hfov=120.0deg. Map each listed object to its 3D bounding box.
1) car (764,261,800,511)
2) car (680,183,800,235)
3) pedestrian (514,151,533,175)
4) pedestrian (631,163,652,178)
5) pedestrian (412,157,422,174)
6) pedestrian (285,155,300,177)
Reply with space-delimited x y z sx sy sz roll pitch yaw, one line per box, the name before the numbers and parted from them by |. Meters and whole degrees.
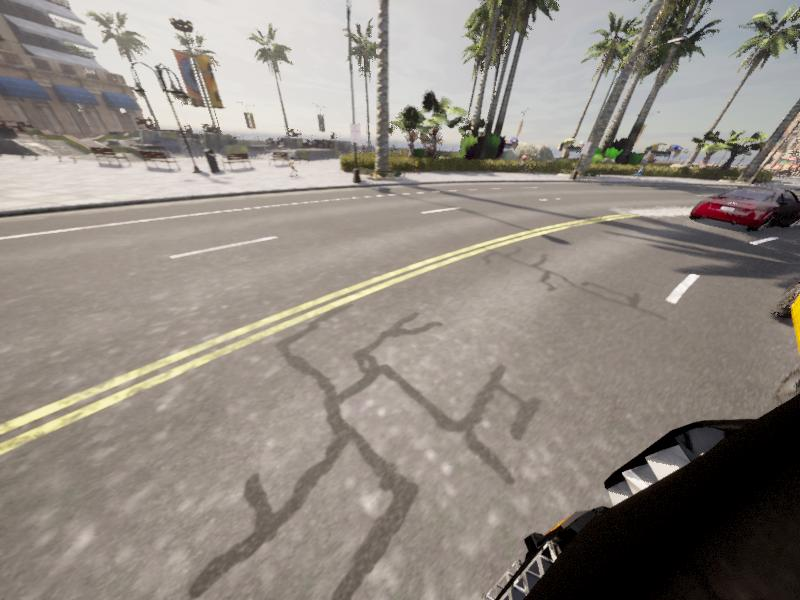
car | 5.646 0.474 2.183 5.366 1.575 1.801 -21 41 -31
car | 14.202 -3.779 9.287 4.181 1.385 1.994 -10 36 -18
pedestrian | 11.617 -12.940 21.818 0.751 1.860 0.751 -11 37 -20
pedestrian | 26.347 -14.142 25.214 0.751 1.300 0.751 -1 34 -6
pedestrian | 1.314 -10.617 18.285 0.500 1.100 0.500 -11 37 -20
pedestrian | -6.447 -8.044 13.904 0.500 1.100 0.500 -24 43 -34
